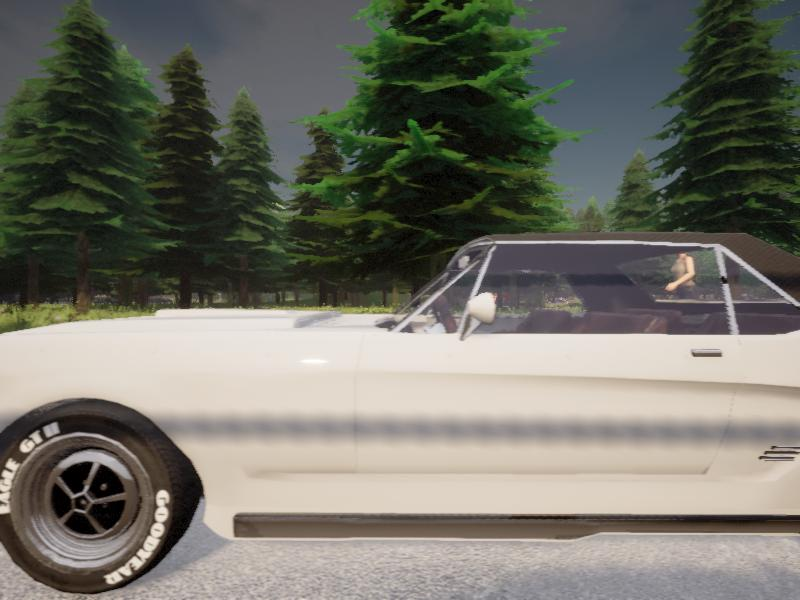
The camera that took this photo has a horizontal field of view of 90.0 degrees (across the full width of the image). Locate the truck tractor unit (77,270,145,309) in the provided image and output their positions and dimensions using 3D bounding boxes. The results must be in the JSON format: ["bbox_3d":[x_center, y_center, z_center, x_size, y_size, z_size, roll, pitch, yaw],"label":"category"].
[{"bbox_3d":[-33.153,-1.168,46.231,3.053,4.208,6.516,0,0,1],"label":"truck tractor unit"}]

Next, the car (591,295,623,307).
[{"bbox_3d":[30.671,0.174,59.500,2.033,1.649,4.856,0,0,-3],"label":"car"}]

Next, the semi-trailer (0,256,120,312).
[{"bbox_3d":[-33.182,-1.272,38.319,2.717,4.402,14.254,0,0,0],"label":"semi-trailer"}]

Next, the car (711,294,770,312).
[{"bbox_3d":[30.445,0.250,35.923,1.816,1.474,4.193,0,0,1],"label":"car"}]

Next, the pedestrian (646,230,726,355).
[{"bbox_3d":[4.502,-0.112,6.351,0.751,1.860,0.751,0,0,4],"label":"pedestrian"}]

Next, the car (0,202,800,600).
[{"bbox_3d":[0.486,0.344,2.211,4.718,1.301,1.895,0,0,0],"label":"car"}]

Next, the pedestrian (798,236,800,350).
[{"bbox_3d":[6.846,-0.110,6.136,0.751,1.860,0.751,0,0,7],"label":"pedestrian"}]
